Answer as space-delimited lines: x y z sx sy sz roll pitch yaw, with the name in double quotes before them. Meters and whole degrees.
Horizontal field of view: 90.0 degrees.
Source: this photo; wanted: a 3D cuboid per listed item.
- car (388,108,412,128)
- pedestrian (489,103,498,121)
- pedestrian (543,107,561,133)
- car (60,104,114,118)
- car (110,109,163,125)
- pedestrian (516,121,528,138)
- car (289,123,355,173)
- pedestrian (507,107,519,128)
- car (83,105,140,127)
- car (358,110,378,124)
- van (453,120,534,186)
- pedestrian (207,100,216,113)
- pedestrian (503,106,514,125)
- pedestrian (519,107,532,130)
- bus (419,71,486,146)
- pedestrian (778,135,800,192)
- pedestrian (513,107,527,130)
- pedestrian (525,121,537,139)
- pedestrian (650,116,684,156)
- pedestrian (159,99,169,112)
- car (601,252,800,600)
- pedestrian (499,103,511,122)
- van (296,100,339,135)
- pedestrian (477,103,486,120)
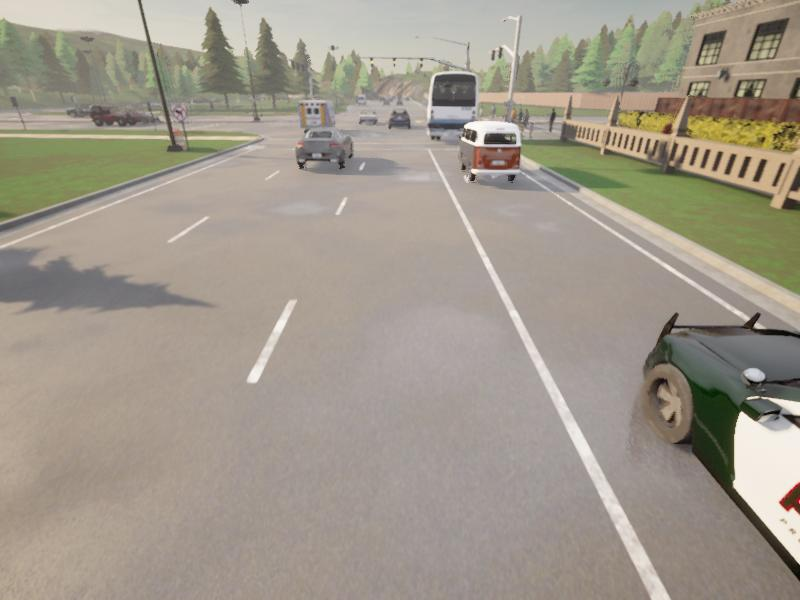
"car" -0.023 -18.503 40.553 2.242 1.667 4.611 0 27 0
"pedestrian" 11.023 -22.270 47.306 0.751 1.860 0.751 1 27 3
"pedestrian" 12.314 -14.593 32.461 0.751 1.860 0.751 -13 30 -24
"car" -41.817 -25.320 53.561 5.238 1.638 1.930 0 27 0
"car" -28.419 -19.830 43.306 4.181 1.385 1.994 0 27 1
"pedestrian" 8.732 -12.197 28.635 0.500 1.100 0.500 -8 28 -16
"car" -3.508 -7.368 19.047 2.152 1.651 5.027 0 27 0
"pedestrian" 11.037 -17.878 39.141 0.751 1.860 0.751 3 27 5
"car" -28.811 -18.457 40.078 3.866 1.878 1.905 0 27 0
"car" -3.525 -20.763 45.315 1.895 1.301 4.718 0 27 0
"van" 3.496 -6.035 16.026 2.069 2.038 4.480 0 26 0
"pedestrian" -30.022 -30.878 63.750 0.751 1.860 0.751 2 27 4
"pedestrian" 11.517 -19.598 42.482 0.751 1.860 0.751 3 27 5
"pedestrian" 11.784 -17.002 37.486 0.751 1.860 0.751 0 27 0
"bus" 3.865 -14.455 29.934 3.944 4.253 10.273 4 28 6
"pedestrian" 13.370 -4.530 13.000 0.751 1.860 0.751 1 27 1
"pedestrian" 11.154 -16.891 37.234 0.751 1.860 0.751 -2 27 -5
"pedestrian" 9.327 -12.108 28.467 0.500 1.100 0.500 -7 28 -13
"pedestrian" 13.588 -8.365 20.419 0.751 1.860 0.751 0 27 0
"pedestrian" -38.027 -31.240 64.408 0.751 1.860 0.751 2 27 3
"car" 3.507 1.320 2.373 2.038 1.542 4.974 0 27 0
"pedestrian" 11.743 -20.993 44.839 0.751 1.860 0.751 -8 29 -16
"van" -7.014 -16.064 34.976 2.351 2.431 6.366 0 27 0
"pedestrian" 9.654 -22.384 47.520 0.751 1.860 0.751 -4 28 -7
